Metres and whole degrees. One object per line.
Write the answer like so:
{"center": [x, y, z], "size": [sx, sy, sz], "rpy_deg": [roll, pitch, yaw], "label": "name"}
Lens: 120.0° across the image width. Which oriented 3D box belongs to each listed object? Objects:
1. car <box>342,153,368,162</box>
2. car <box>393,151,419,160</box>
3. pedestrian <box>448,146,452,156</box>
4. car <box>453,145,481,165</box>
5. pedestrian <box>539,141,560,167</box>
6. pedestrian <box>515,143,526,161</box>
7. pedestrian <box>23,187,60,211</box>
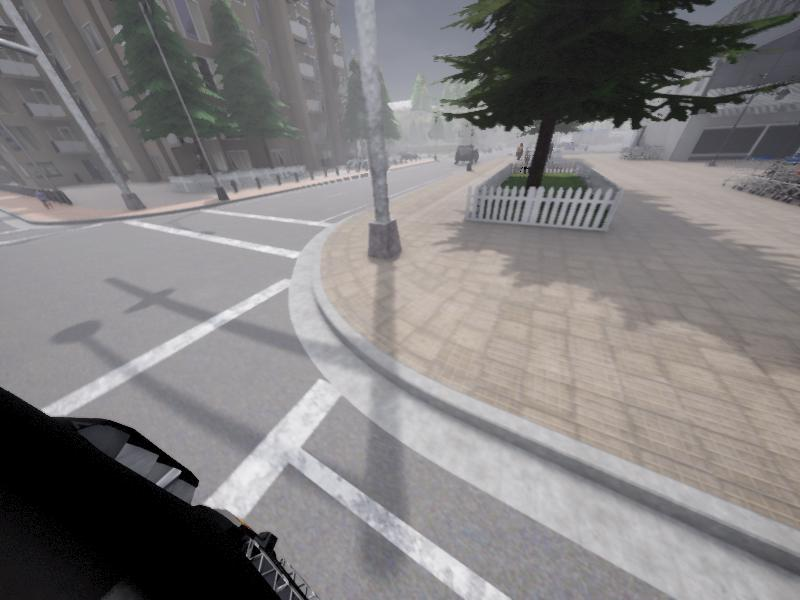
{"center": [-10.248, -32.436, 52.563], "size": [5.357, 1.411, 2.033], "rpy_deg": [14, 37, 24], "label": "car"}
{"center": [1.311, -29.580, 47.276], "size": [4.792, 1.488, 2.163], "rpy_deg": [14, 37, 24], "label": "car"}
{"center": [10.802, -32.251, 49.950], "size": [0.751, 1.860, 0.751], "rpy_deg": [4, 34, 10], "label": "pedestrian"}
{"center": [8.997, -19.483, 30.920], "size": [2.150, 2.045, 5.566], "rpy_deg": [14, 36, 23], "label": "car"}
{"center": [13.141, -12.827, 20.354], "size": [0.751, 1.860, 0.751], "rpy_deg": [-13, 35, -15], "label": "pedestrian"}
{"center": [14.452, -17.788, 27.778], "size": [0.751, 1.860, 0.751], "rpy_deg": [15, 38, 25], "label": "pedestrian"}
{"center": [-18.818, -5.321, 12.149], "size": [0.500, 1.100, 0.500], "rpy_deg": [11, 36, 20], "label": "pedestrian"}
